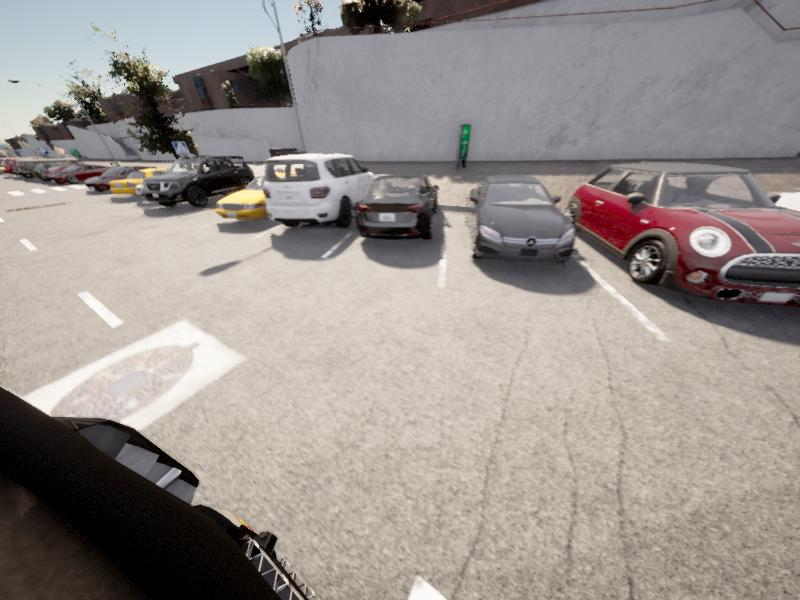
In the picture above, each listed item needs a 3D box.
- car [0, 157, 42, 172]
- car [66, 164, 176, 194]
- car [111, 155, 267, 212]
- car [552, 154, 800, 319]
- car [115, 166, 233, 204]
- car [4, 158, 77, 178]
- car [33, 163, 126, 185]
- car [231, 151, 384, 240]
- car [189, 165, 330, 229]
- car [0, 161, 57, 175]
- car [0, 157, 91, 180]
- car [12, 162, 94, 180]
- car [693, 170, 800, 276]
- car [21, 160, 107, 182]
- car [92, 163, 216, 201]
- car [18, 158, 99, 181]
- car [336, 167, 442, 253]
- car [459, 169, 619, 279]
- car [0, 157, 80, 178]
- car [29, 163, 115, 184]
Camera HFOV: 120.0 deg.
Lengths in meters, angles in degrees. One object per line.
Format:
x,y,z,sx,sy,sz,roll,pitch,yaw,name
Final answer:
-67.224,-23.625,40.305,1.878,1.987,4.442,5,34,8,car
-20.668,-9.293,17.551,2.163,1.488,4.792,5,34,9,car
-10.281,-6.397,12.242,2.435,2.045,5.566,5,34,9,car
5.309,-1.751,4.554,2.185,1.767,4.553,4,34,9,car
-12.871,-6.954,13.721,2.002,1.452,4.674,5,34,9,car
-46.573,-17.282,30.152,1.878,1.987,4.442,5,34,9,car
-31.053,-12.432,22.692,2.163,1.488,4.792,5,34,9,car
-2.489,-4.124,8.399,2.435,2.045,5.566,4,34,9,car
-5.113,-4.567,9.661,1.946,1.575,5.366,5,34,9,car
-59.490,-20.997,36.584,1.946,1.575,5.366,5,34,9,car
-43.977,-16.571,28.933,2.435,2.045,5.566,5,34,9,car
-41.395,-15.594,27.814,2.231,1.521,4.892,4,34,9,car
7.904,-0.847,3.312,2.002,1.452,4.674,4,34,9,car
-36.241,-14.126,25.169,2.185,1.767,4.553,4,34,9,car
-15.446,-7.869,15.136,1.946,1.575,5.366,4,34,9,car
-38.799,-15.070,26.512,1.878,1.987,4.442,4,34,9,car
0.113,-3.131,7.252,2.163,1.488,4.792,4,34,10,car
2.717,-2.345,5.929,2.002,1.452,4.674,4,34,9,car
-49.139,-18.165,31.536,2.435,2.045,5.566,4,34,9,car
-33.654,-13.223,24.006,2.002,1.452,4.674,4,34,9,car
